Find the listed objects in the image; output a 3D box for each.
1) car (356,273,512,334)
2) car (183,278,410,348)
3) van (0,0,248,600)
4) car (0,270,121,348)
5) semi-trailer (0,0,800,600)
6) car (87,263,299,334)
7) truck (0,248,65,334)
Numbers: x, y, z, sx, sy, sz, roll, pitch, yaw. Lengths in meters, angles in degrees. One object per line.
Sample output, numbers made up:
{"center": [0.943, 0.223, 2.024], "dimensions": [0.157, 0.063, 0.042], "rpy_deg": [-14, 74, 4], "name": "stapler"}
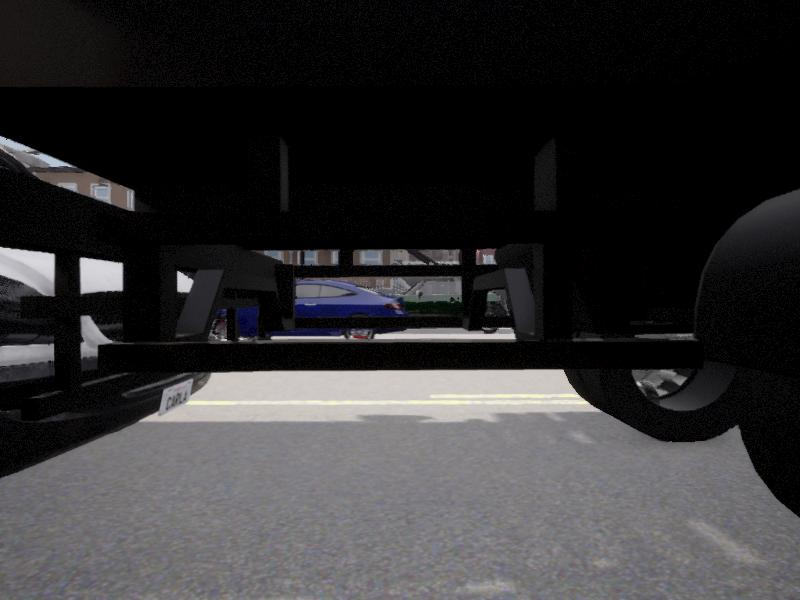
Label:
{"center": [0.987, 0.095, 12.704], "dimensions": [4.553, 1.767, 2.097], "rpy_deg": [0, 0, -1], "name": "car"}
{"center": [-2.133, 0.269, 9.167], "dimensions": [4.674, 1.442, 1.812], "rpy_deg": [0, 0, 0], "name": "car"}
{"center": [-4.192, -0.289, 2.187], "dimensions": [5.915, 2.561, 1.988], "rpy_deg": [-1, 0, -1], "name": "van"}
{"center": [-8.994, 0.183, 9.119], "dimensions": [3.988, 1.617, 1.851], "rpy_deg": [0, 0, -1], "name": "car"}
{"center": [5.785, -1.212, 2.222], "dimensions": [14.254, 4.402, 2.717], "rpy_deg": [0, 0, 0], "name": "semi-trailer"}
{"center": [-6.245, -0.035, 12.620], "dimensions": [5.566, 2.045, 2.150], "rpy_deg": [0, 0, 0], "name": "car"}
{"center": [-14.109, -0.251, 12.451], "dimensions": [5.204, 2.467, 2.627], "rpy_deg": [0, 0, 1], "name": "truck"}
